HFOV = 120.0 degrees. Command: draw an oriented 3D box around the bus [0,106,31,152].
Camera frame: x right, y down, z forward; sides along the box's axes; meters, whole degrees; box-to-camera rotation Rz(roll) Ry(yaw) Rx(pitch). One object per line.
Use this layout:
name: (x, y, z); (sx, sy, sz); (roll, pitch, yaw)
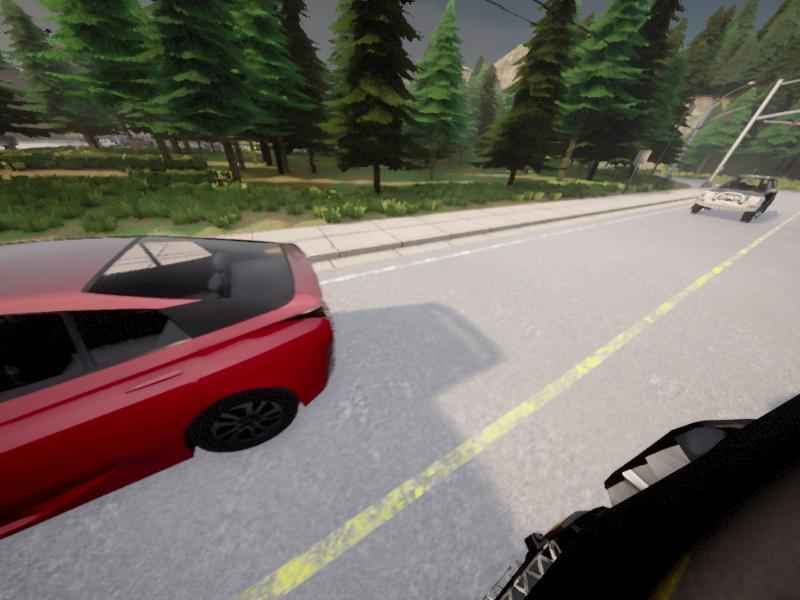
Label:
bus: (-41.637, -16.064, 21.051); (3.944, 4.253, 10.273); (-16, 37, -27)

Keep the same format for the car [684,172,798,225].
car: (16.669, -5.097, 11.328); (4.605, 1.855, 1.932); (-16, 38, -26)

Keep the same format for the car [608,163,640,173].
car: (43.993, -26.024, 45.483); (1.970, 1.475, 3.806); (-7, 35, -14)

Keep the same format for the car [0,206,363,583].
car: (-2.785, 0.499, 1.612); (4.514, 1.525, 2.007); (-15, 37, -25)
